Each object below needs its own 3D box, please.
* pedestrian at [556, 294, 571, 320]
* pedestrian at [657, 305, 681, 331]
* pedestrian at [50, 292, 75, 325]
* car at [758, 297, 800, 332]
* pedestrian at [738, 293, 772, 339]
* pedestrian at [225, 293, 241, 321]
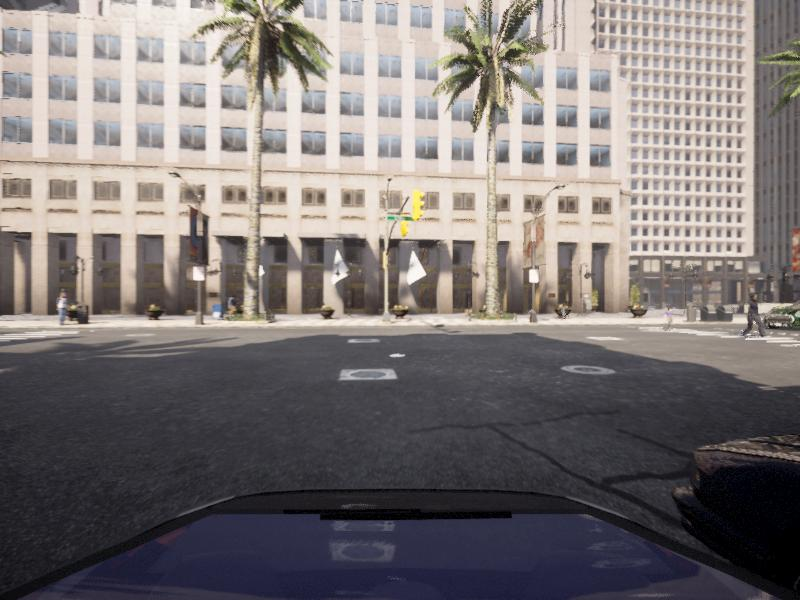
[{"bbox_3d":[12.002,0.501,29.409,0.751,1.860,0.751,0,0,-1],"label":"pedestrian"},{"bbox_3d":[13.996,0.933,20.818,0.751,1.300,0.751,0,0,-8],"label":"pedestrian"},{"bbox_3d":[-18.982,0.476,22.492,0.751,1.860,0.751,0,0,5],"label":"pedestrian"},{"bbox_3d":[22.345,0.717,21.512,4.553,1.767,2.097,0,0,-6],"label":"car"},{"bbox_3d":[14.742,0.653,16.645,0.751,1.860,0.751,0,0,-2],"label":"pedestrian"},{"bbox_3d":[-11.237,0.483,26.952,0.751,1.860,0.751,0,0,-1],"label":"pedestrian"}]
